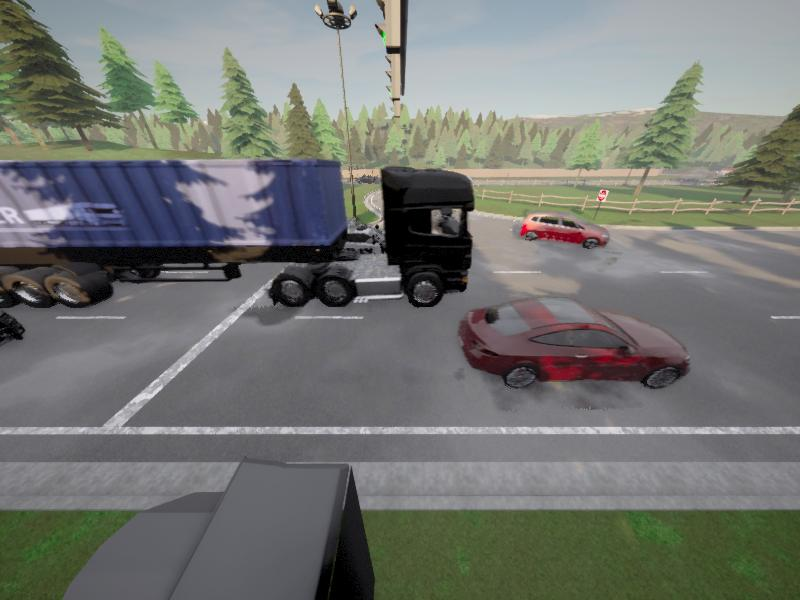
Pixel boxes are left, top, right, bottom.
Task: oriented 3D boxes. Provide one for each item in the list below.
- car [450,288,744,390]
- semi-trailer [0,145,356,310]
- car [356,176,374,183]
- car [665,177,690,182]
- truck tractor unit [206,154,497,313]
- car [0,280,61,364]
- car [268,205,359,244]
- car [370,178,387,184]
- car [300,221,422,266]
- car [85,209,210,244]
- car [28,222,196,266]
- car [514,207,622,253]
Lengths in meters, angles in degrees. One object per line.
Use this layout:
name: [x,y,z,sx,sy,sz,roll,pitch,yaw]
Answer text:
car: [3.703,0.784,5.205,4.674,1.442,1.812,0,30,0]
semi-trailer: [-9.000,-2.260,7.490,14.254,4.402,2.717,0,30,0]
car: [-9.636,-33.304,63.813,4.605,1.855,1.932,0,30,0]
car: [84.431,-36.728,70.314,4.718,1.301,1.895,0,30,0]
truck tractor unit: [-1.086,-2.174,7.543,6.516,4.208,3.053,0,30,0]
car: [-12.009,0.705,5.144,5.238,1.638,1.930,0,30,0]
car: [-5.034,-4.649,14.184,4.605,1.855,1.932,0,30,0]
car: [-5.565,-31.409,61.040,4.181,1.385,1.994,0,30,0]
car: [-1.683,-2.798,11.211,5.238,1.638,1.930,0,30,0]
car: [-15.207,-4.540,14.241,4.856,1.649,2.033,0,30,0]
car: [-13.544,-2.751,11.234,4.974,1.542,2.038,0,30,0]
car: [9.720,-4.320,13.817,4.611,1.667,2.242,18,35,28]
